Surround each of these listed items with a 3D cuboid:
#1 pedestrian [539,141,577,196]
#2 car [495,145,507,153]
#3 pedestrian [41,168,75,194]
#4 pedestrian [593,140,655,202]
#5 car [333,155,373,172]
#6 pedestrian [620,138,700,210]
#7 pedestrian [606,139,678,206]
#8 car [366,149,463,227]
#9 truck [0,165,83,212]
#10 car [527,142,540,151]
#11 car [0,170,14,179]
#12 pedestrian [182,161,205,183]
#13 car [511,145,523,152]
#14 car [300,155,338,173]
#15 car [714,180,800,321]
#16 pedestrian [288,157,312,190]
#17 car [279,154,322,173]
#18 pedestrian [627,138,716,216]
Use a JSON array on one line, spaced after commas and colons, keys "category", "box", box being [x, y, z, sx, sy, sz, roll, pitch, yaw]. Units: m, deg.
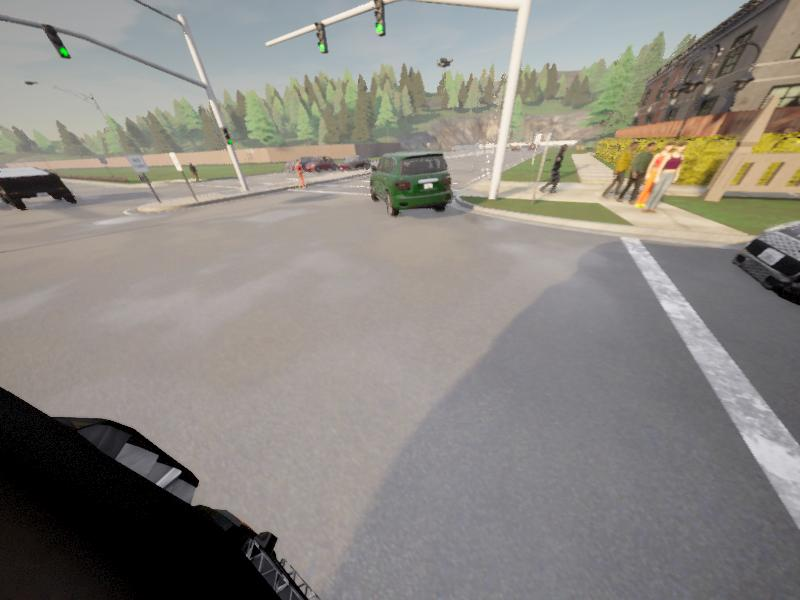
[{"category": "pedestrian", "box": [6.501, -5.415, 9.559, 0.751, 1.860, 0.751, 20, 40, 31]}, {"category": "car", "box": [25.656, -38.407, 58.548, 1.837, 1.490, 4.892, 16, 38, 26]}, {"category": "pedestrian", "box": [-29.200, -10.185, 19.756, 0.751, 1.860, 0.751, 15, 38, 25]}, {"category": "pedestrian", "box": [7.977, -4.617, 8.314, 0.751, 1.860, 0.751, -15, 35, -18]}, {"category": "car", "box": [-5.629, -16.823, 28.383, 2.163, 1.488, 4.792, 16, 38, 26]}, {"category": "pedestrian", "box": [7.917, -3.864, 7.170, 0.751, 1.860, 0.751, 6, 35, 13]}, {"category": "pedestrian", "box": [7.893, -4.180, 7.663, 0.751, 1.860, 0.751, 1, 34, 6]}, {"category": "car", "box": [0.201, -4.971, 9.582, 2.150, 2.045, 5.566, -12, 35, -11]}, {"category": "truck", "box": [-23.375, -7.139, 14.554, 6.274, 2.098, 2.390, 16, 38, 26]}, {"category": "car", "box": [33.798, -38.820, 58.304, 2.097, 1.767, 4.553, 16, 38, 26]}, {"category": "car", "box": [-84.621, -26.693, 49.101, 3.988, 1.617, 1.851, 16, 38, 26]}, {"category": "pedestrian", "box": [-19.938, -12.379, 22.366, 0.751, 1.860, 0.751, 16, 38, 25]}, {"category": "car", "box": [29.540, -38.285, 58.252, 1.895, 1.301, 4.718, 16, 38, 26]}, {"category": "car", "box": [-9.777, -16.663, 28.337, 1.851, 1.617, 3.988, 16, 38, 26]}, {"category": "car", "box": [7.321, -0.374, 2.637, 3.806, 1.475, 1.970, 17, 38, 27]}, {"category": "pedestrian", "box": [-6.571, -8.333, 15.271, 0.751, 1.860, 0.751, 8, 35, 16]}, {"category": "car", "box": [-12.724, -17.684, 29.925, 2.097, 1.767, 4.553, 16, 38, 26]}, {"category": "pedestrian", "box": [7.611, -3.479, 6.627, 0.751, 1.860, 0.751, 9, 35, 18]}]
